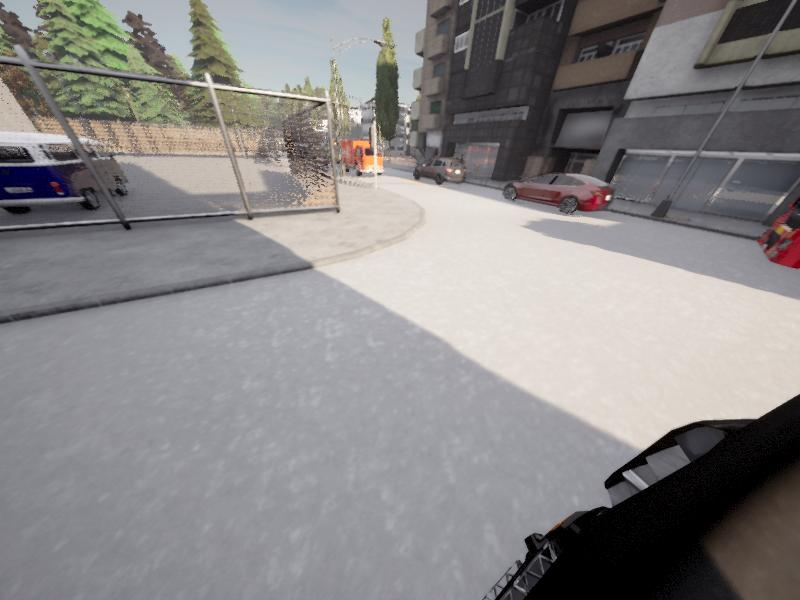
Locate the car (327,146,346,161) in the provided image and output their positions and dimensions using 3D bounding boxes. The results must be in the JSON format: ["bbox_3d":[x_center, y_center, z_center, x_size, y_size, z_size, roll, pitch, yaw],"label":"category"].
[{"bbox_3d":[-10.404,-23.995,37.675,1.905,1.878,3.866,-15,37,-25],"label":"car"}]

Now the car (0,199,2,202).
[{"bbox_3d":[-14.905,-3.173,6.126,3.705,1.547,1.789,-15,37,-25],"label":"car"}]

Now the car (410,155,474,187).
[{"bbox_3d":[2.981,-9.927,17.618,2.242,1.667,4.611,-15,38,-25],"label":"car"}]

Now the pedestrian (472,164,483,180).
[{"bbox_3d":[6.461,-10.687,19.297,0.500,1.100,0.500,-9,35,-17],"label":"pedestrian"}]

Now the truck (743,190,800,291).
[{"bbox_3d":[11.850,-0.659,2.321,2.891,3.827,8.468,-23,42,-34],"label":"truck"}]

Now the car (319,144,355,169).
[{"bbox_3d":[-7.082,-15.990,25.699,2.150,2.045,5.566,-15,37,-25],"label":"car"}]

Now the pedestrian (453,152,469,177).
[{"bbox_3d":[5.441,-12.163,20.762,0.751,1.860,0.751,-19,39,-29],"label":"pedestrian"}]

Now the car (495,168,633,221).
[{"bbox_3d":[7.359,-5.280,11.093,2.163,1.488,4.792,-15,37,-25],"label":"car"}]

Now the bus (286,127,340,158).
[{"bbox_3d":[-15.411,-28.882,42.511,3.944,4.253,10.273,9,35,12],"label":"bus"}]

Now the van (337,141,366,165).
[{"bbox_3d":[-6.890,-20.615,32.243,1.988,2.561,5.915,-15,37,-25],"label":"van"}]

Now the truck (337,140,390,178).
[{"bbox_3d":[-3.255,-12.175,19.836,2.627,2.467,5.204,-15,38,-25],"label":"truck"}]

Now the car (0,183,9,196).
[{"bbox_3d":[-14.632,-3.087,6.146,2.033,1.415,5.357,-15,37,-25],"label":"car"}]

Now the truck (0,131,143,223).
[{"bbox_3d":[-11.068,-4.199,7.514,2.069,2.038,4.478,-15,37,-25],"label":"truck"}]
